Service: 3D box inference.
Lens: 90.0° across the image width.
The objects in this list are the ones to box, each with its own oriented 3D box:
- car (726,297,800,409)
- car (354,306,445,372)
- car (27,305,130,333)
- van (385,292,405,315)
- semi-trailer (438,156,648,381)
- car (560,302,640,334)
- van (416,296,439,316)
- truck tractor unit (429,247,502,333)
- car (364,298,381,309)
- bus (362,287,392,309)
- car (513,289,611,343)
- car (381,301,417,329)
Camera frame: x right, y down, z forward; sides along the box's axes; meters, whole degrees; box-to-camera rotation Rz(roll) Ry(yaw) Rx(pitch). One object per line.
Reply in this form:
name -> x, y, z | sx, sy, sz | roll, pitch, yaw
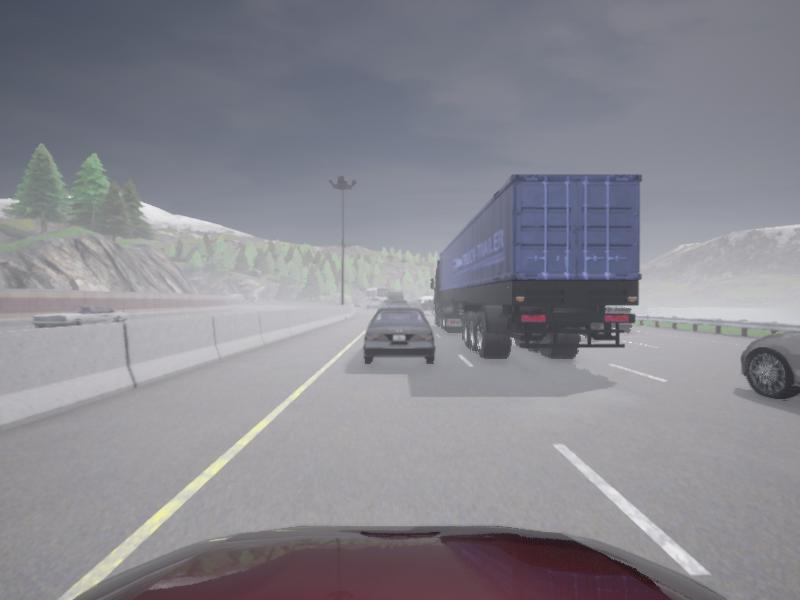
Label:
car -> 6.989, 0.786, 4.739 | 2.152, 1.651, 5.027 | 0, 0, 0
car -> -0.023, 0.907, 11.577 | 2.033, 1.411, 5.357 | 0, 0, 0
car -> -17.522, 0.968, 22.186 | 1.895, 1.301, 4.718 | 0, 0, 0
van -> -0.616, 0.373, 46.569 | 1.988, 2.561, 5.915 | 0, 0, -4
semi-trailer -> 3.471, -0.602, 14.938 | 2.717, 4.402, 14.254 | 0, 0, 0
car -> 10.456, 0.852, 21.388 | 2.007, 1.525, 4.514 | 0, 0, 0
van -> 2.988, 0.624, 44.840 | 2.069, 2.038, 4.480 | 0, 1, -3
truck tractor unit -> 3.459, -0.494, 22.853 | 3.053, 4.208, 6.516 | 0, 0, 0
car -> -5.054, 0.644, 73.309 | 2.150, 2.045, 5.566 | 0, -1, -15
bus -> -5.027, -0.439, 85.072 | 3.944, 4.253, 10.273 | 0, 0, -18
car -> 6.964, 0.589, 17.999 | 2.150, 2.045, 5.566 | 0, 0, 0
car -> -0.050, 0.853, 24.800 | 2.038, 1.542, 4.974 | 0, 0, 0
